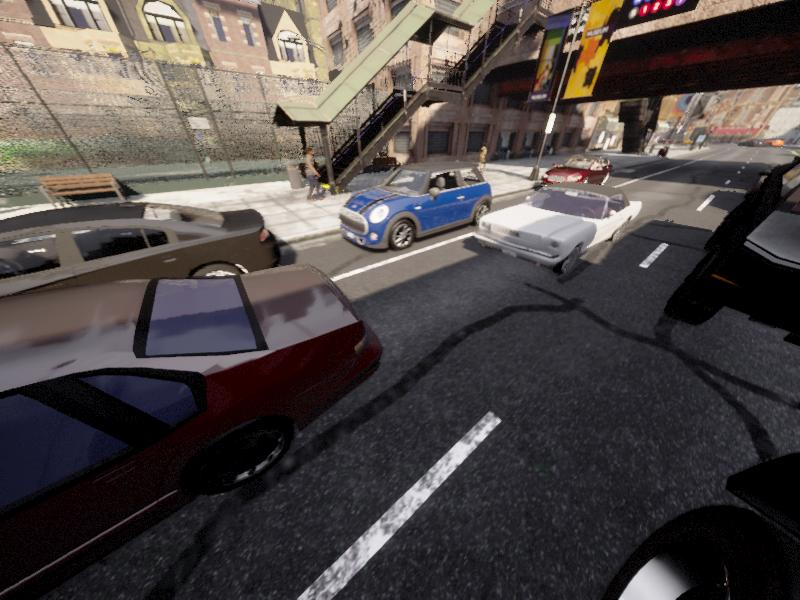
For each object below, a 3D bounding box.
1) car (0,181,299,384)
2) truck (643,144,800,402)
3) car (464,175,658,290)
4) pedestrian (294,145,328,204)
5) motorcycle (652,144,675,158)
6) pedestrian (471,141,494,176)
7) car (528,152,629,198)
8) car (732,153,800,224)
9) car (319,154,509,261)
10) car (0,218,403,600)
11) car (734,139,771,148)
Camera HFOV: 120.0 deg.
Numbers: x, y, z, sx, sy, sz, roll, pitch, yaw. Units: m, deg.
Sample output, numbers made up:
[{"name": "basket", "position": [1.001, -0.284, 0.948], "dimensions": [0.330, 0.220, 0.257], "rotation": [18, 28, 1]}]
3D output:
[{"name": "car", "position": [-4.483, -0.453, 3.256], "dimensions": [5.008, 1.535, 2.097], "rotation": [-24, 42, -30]}, {"name": "truck", "position": [6.588, -0.925, 3.345], "dimensions": [6.274, 2.098, 2.390], "rotation": [-24, 41, -29]}, {"name": "car", "position": [3.943, -1.981, 5.562], "dimensions": [4.718, 1.301, 1.895], "rotation": [-24, 41, -29]}, {"name": "pedestrian", "position": [-3.280, -4.692, 8.672], "dimensions": [0.751, 1.860, 0.751], "rotation": [-9, 36, -12]}, {"name": "motorcycle", "position": [30.869, -17.476, 27.094], "dimensions": [0.856, 1.236, 1.805], "rotation": [13, 37, 18]}, {"name": "pedestrian", "position": [5.312, -9.115, 14.875], "dimensions": [0.751, 1.860, 0.751], "rotation": [-22, 40, -27]}, {"name": "car", "position": [9.142, -6.555, 11.801], "dimensions": [4.892, 1.521, 2.231], "rotation": [-24, 42, -30]}, {"name": "car", "position": [14.241, -4.134, 8.231], "dimensions": [5.238, 1.638, 1.930], "rotation": [-24, 41, -29]}, {"name": "car", "position": [0.545, -2.881, 6.441], "dimensions": [4.553, 1.767, 2.185], "rotation": [-24, 42, -30]}, {"name": "car", "position": [-2.721, 0.925, 1.411], "dimensions": [5.357, 1.411, 2.033], "rotation": [-24, 41, -30]}, {"name": "car", "position": [80.681, -35.988, 52.951], "dimensions": [2.242, 1.667, 4.611], "rotation": [10, 37, 15]}]
